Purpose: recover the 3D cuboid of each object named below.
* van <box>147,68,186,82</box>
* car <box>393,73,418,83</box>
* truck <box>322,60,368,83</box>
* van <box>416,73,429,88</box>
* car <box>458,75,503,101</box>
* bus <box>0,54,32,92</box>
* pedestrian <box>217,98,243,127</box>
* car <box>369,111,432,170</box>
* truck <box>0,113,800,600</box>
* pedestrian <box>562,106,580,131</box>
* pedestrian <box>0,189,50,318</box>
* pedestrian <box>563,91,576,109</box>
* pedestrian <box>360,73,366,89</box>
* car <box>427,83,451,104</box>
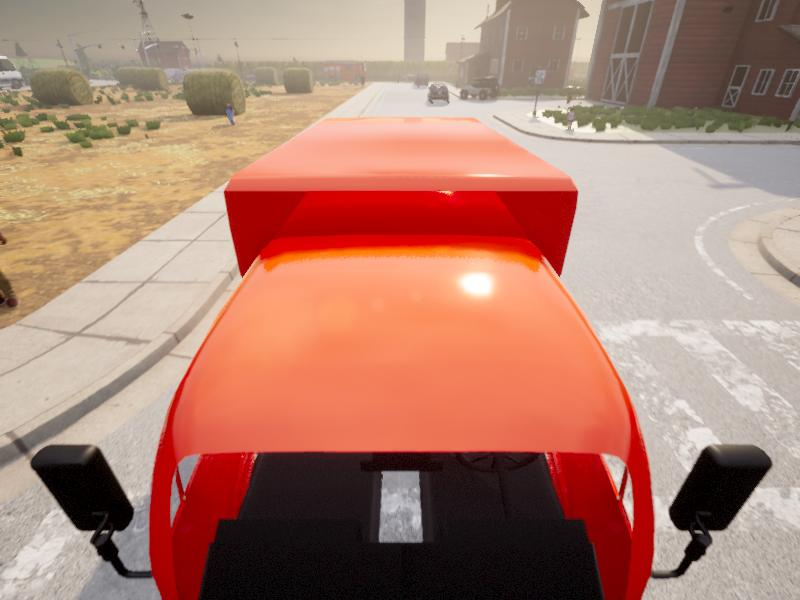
[{"bbox_3d":[-48.293,-46.576,82.880,6.366,2.431,2.351,-7,31,-13],"label":"van"},{"bbox_3d":[1.060,-44.911,80.852,1.930,1.638,5.238,-26,38,-36],"label":"car"},{"bbox_3d":[-10.803,-45.254,79.287,8.468,3.827,2.891,0,30,1],"label":"truck"},{"bbox_3d":[3.500,-34.546,62.823,1.775,1.987,4.442,0,30,0],"label":"van"},{"bbox_3d":[7.663,-20.272,38.294,1.905,1.878,3.866,-30,40,-32],"label":"car"},{"bbox_3d":[-54.254,-29.008,51.097,3.944,4.253,10.273,2,31,3],"label":"bus"},{"bbox_3d":[-9.054,-10.020,21.366,0.751,1.300,0.751,4,31,7],"label":"pedestrian"},{"bbox_3d":[-0.011,-6.022,14.837,1.994,1.385,4.181,-1,30,0],"label":"car"},{"bbox_3d":[0.002,-0.031,3.553,2.627,2.467,5.204,0,30,0],"label":"truck"},{"bbox_3d":[8.451,-8.970,19.789,0.500,1.100,0.500,0,30,-1],"label":"pedestrian"},{"bbox_3d":[-5.385,-0.736,5.009,0.751,1.860,0.751,-10,32,-16],"label":"pedestrian"},{"bbox_3d":[12.114,-14.320,28.615,0.500,1.100,0.500,-8,31,-13],"label":"pedestrian"},{"bbox_3d":[-5.156,-30.578,55.834,0.751,1.860,0.751,3,31,4],"label":"pedestrian"},{"bbox_3d":[3.478,-18.854,36.418,1.789,1.549,3.705,-1,30,0],"label":"car"}]
